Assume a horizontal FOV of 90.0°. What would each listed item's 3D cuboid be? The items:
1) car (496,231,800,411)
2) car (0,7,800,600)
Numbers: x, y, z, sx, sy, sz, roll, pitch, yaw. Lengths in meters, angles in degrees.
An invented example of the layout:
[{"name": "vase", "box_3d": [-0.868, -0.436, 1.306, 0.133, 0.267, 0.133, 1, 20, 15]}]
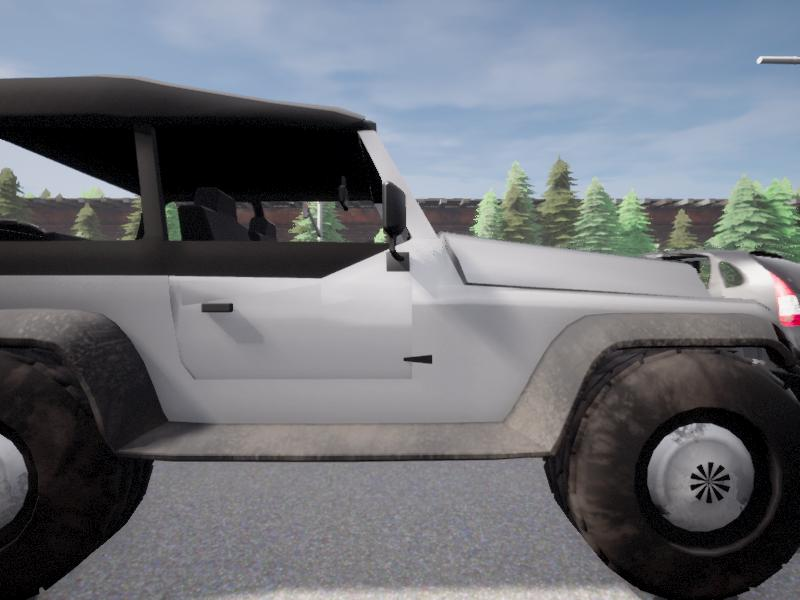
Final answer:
[{"name": "car", "box_3d": [3.457, 0.188, 5.716, 1.851, 1.617, 3.988, 0, 0, -29]}, {"name": "car", "box_3d": [-0.336, 0.046, 2.183, 3.866, 1.878, 1.905, 0, 0, -1]}]
